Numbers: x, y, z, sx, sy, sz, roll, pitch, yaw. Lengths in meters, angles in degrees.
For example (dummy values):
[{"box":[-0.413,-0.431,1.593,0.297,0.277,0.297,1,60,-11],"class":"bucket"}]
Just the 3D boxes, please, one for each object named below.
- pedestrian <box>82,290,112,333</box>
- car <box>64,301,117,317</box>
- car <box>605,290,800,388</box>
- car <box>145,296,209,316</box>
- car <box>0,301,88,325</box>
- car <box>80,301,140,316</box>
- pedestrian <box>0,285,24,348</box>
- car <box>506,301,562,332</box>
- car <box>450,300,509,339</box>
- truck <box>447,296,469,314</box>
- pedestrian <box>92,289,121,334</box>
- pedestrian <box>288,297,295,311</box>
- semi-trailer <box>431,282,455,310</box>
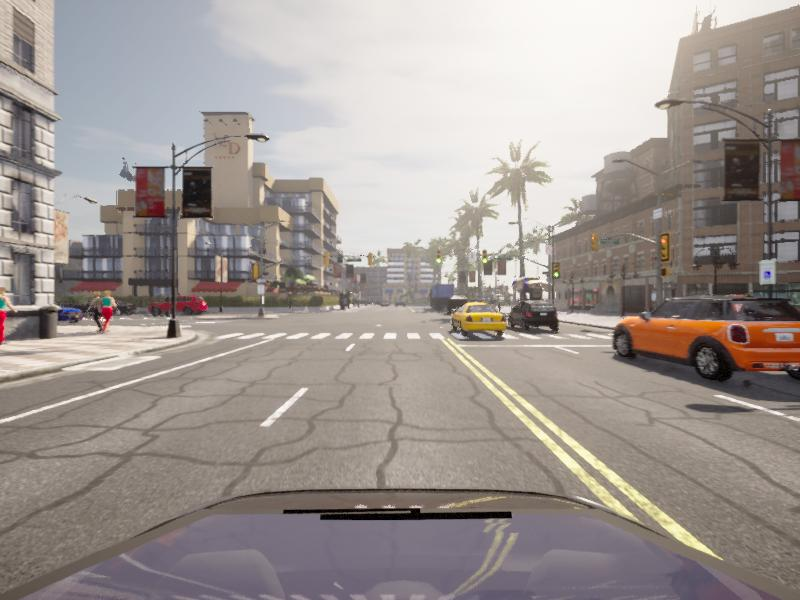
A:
[{"box":[-13.469,0.492,17.813,0.751,1.860,0.751,0,0,8],"class":"pedestrian"},{"box":[-29.658,0.829,38.371,3.705,1.549,1.789,0,0,0],"class":"car"},{"box":[7.054,0.698,9.459,2.097,1.767,4.553,0,0,0],"class":"car"},{"box":[-23.264,0.583,41.917,5.566,2.045,2.150,0,0,-1],"class":"car"},{"box":[-24.240,0.833,26.896,5.008,1.535,1.882,0,0,0],"class":"car"},{"box":[-30.305,0.860,41.868,4.892,1.490,1.837,0,0,0],"class":"car"},{"box":[-12.312,0.490,12.316,0.751,1.860,0.751,0,0,1],"class":"pedestrian"},{"box":[7.101,0.820,21.566,1.789,1.549,3.705,0,0,0],"class":"car"},{"box":[3.591,0.808,19.066,1.801,1.575,5.366,0,0,0],"class":"car"},{"box":[6.924,0.558,47.886,2.390,2.098,6.274,0,0,8],"class":"truck"},{"box":[-12.473,0.491,17.023,0.751,1.860,0.751,0,0,-7],"class":"pedestrian"},{"box":[-13.701,0.503,50.326,0.751,1.860,0.751,0,0,-24],"class":"pedestrian"},{"box":[7.185,-0.596,68.751,2.717,4.402,14.254,0,0,1],"class":"semi-trailer"}]
